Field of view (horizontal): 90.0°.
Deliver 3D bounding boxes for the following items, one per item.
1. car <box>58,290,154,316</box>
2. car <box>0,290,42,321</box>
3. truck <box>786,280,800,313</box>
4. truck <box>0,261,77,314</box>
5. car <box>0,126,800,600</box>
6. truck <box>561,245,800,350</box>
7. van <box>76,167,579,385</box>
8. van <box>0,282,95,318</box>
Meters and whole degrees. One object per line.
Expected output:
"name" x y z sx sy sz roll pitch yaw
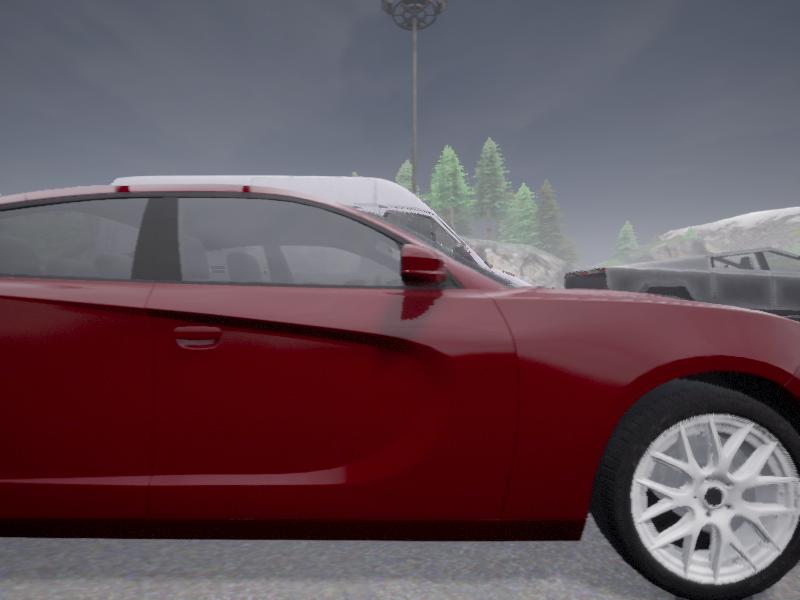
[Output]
"car" -19.505 0.175 26.700 4.856 1.649 2.033 0 0 0
"car" -20.413 0.250 19.703 3.806 1.475 1.970 0 0 0
"truck" 33.051 -0.232 30.199 5.204 2.467 2.627 0 0 0
"truck" -29.814 -0.926 30.204 8.468 3.827 2.891 0 0 0
"car" -0.604 0.223 2.197 5.008 1.535 1.882 0 0 0
"truck" 7.330 -0.057 9.199 6.274 2.098 2.390 0 0 0
"van" -0.853 -0.278 5.698 5.915 2.561 1.988 0 0 0
"van" -20.596 -0.004 23.200 4.442 1.987 1.775 0 0 0
